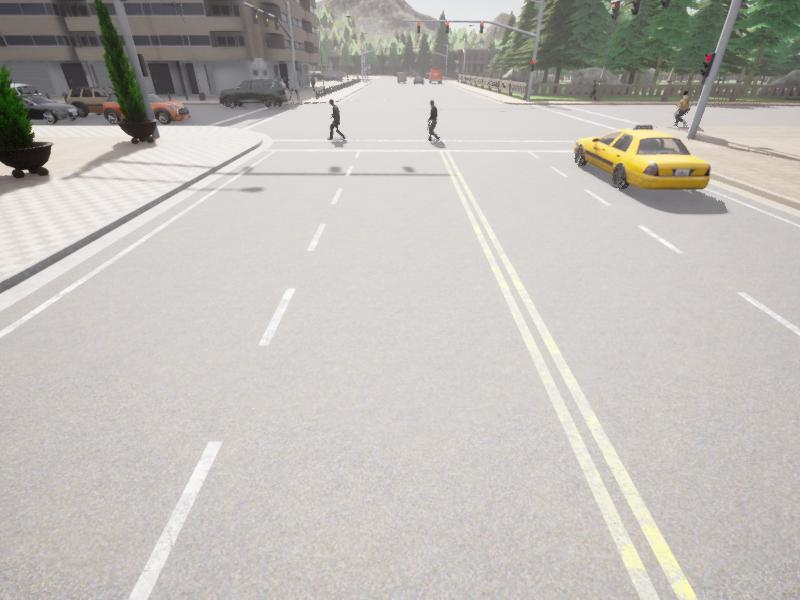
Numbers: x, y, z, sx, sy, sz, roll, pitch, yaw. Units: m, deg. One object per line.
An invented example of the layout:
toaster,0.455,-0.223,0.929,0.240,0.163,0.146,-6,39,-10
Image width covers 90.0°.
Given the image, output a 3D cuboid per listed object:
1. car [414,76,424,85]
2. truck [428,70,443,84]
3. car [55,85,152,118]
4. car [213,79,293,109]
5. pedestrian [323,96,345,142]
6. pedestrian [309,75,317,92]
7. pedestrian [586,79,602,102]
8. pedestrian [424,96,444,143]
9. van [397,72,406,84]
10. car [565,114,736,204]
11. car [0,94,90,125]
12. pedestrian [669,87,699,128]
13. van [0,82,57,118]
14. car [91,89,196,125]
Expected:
car,3.722,-43.451,79.077,1.994,1.385,4.181,0,30,1
truck,7.236,-45.667,81.773,2.627,2.467,5.204,0,30,0
car,-19.924,-13.461,27.099,4.605,1.855,1.932,0,30,0
car,-12.017,-17.033,33.042,5.566,2.045,2.150,0,30,1
pedestrian,-2.976,-8.220,18.178,0.751,1.860,0.751,1,30,1
pedestrian,-11.264,-28.095,51.936,0.751,1.860,0.751,-4,31,-7
pedestrian,17.476,-18.879,36.046,0.751,1.860,0.751,4,30,6
pedestrian,1.518,-8.093,17.977,0.751,1.860,0.751,5,31,9
van,0.293,-44.476,80.220,1.775,1.987,4.442,0,30,1
car,7.050,-4.506,12.173,1.801,1.575,5.366,0,31,0
car,-22.195,-11.546,24.185,4.902,1.511,2.128,0,30,0
pedestrian,14.808,-10.038,20.906,0.751,1.860,0.751,17,34,26
van,-26.713,-13.559,27.105,4.480,2.038,2.069,0,30,0
car,-15.244,-11.633,24.052,4.553,1.767,2.097,0,30,1
